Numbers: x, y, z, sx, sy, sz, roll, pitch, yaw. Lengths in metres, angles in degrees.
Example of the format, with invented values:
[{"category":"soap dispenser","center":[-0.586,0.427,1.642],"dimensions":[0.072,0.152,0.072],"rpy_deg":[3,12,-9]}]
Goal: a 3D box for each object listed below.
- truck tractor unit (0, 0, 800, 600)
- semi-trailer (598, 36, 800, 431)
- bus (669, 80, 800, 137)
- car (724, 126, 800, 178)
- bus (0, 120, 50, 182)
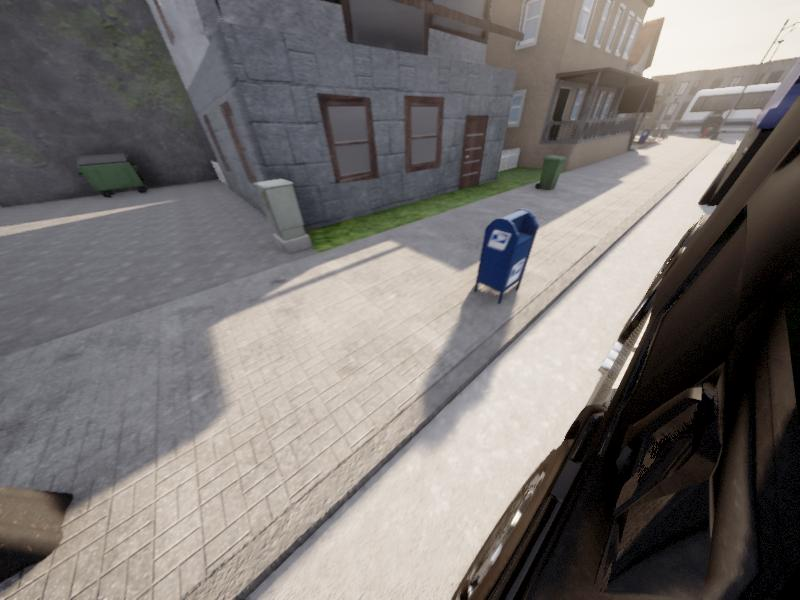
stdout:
[{"category":"truck tractor unit","center":[2.645,-0.295,0.352],"dimensions":[6.516,4.208,3.053],"rpy_deg":[-28,44,-30]},{"category":"semi-trailer","center":[8.712,-3.595,4.214],"dimensions":[14.254,4.402,2.717],"rpy_deg":[-28,43,-30]},{"category":"bus","center":[37.411,-20.062,24.538],"dimensions":[3.944,4.253,10.273],"rpy_deg":[-28,44,-30]},{"category":"car","center":[16.731,-6.727,10.305],"dimensions":[4.514,1.525,2.007],"rpy_deg":[-28,44,-30]},{"category":"bus","center":[-36.445,-12.765,19.695],"dimensions":[3.944,4.253,10.273],"rpy_deg":[-28,43,-30]}]
